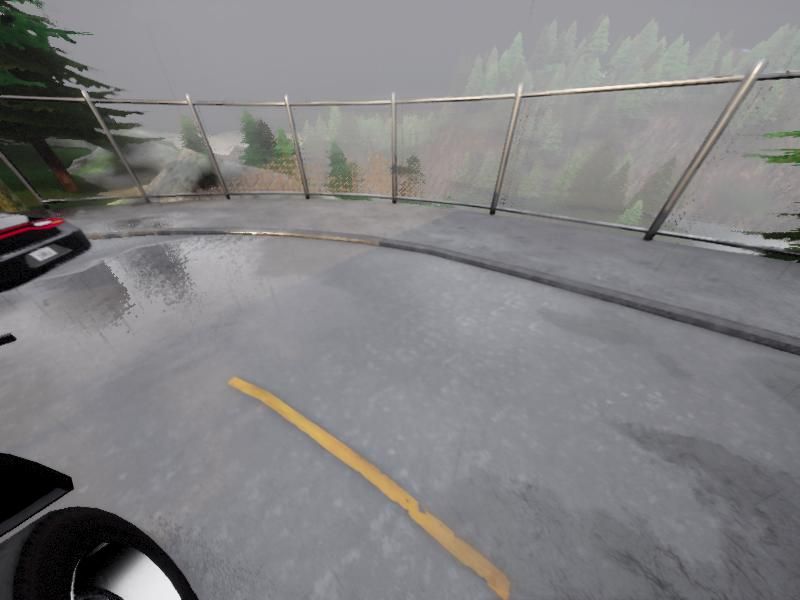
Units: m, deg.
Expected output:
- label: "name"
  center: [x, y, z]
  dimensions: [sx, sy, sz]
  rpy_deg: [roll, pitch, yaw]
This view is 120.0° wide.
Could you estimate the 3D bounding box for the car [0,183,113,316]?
- label: "car"
  center: [-8.613, -0.637, 3.425]
  dimensions: [4.974, 1.542, 2.038]
  rpy_deg: [-8, 37, -12]
